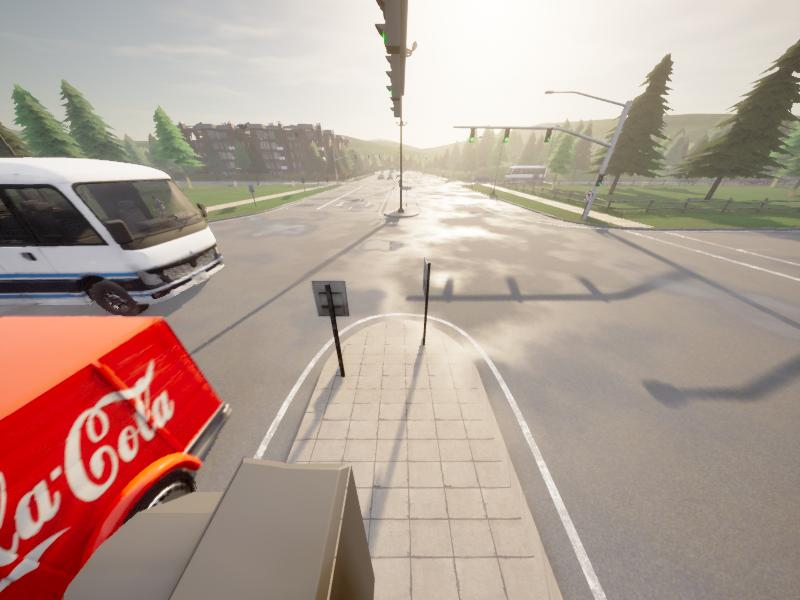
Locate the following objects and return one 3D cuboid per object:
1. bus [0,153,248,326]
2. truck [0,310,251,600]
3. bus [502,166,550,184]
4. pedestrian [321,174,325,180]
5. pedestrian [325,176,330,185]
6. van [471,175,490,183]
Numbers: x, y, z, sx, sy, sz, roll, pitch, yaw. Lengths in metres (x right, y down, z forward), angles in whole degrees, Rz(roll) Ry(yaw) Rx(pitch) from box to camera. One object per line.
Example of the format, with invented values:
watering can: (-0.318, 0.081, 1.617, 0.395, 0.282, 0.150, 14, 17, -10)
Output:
bus: (-11.848, -2.065, 7.440, 10.273, 4.253, 3.944, -1, 30, 0)
truck: (-4.025, 2.502, 1.298, 2.627, 2.467, 5.204, 0, 30, 0)
bus: (34.340, -34.393, 63.423, 10.273, 4.253, 3.944, 0, 30, 0)
pedestrian: (-25.499, -40.891, 76.718, 0.751, 1.860, 0.751, 1, 30, 2)
pedestrian: (-17.545, -28.809, 55.791, 0.751, 1.860, 0.751, 1, 30, 2)
van: (23.384, -35.220, 67.121, 4.442, 1.987, 1.775, 0, 30, 0)
